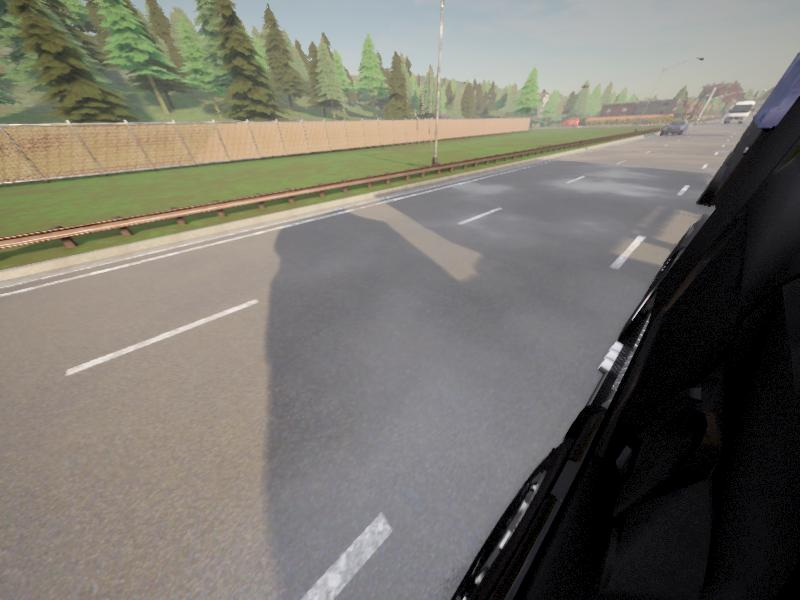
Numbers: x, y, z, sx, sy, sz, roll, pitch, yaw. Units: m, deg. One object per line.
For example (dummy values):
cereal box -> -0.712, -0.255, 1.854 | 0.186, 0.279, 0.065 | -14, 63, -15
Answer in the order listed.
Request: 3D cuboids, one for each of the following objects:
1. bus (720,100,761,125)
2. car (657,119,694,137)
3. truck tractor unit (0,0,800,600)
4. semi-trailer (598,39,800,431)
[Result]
bus -> 84.373, -46.392, 57.267 | 10.273, 4.253, 3.944 | -28, 43, -30
car -> 36.114, -22.535, 30.242 | 4.553, 1.767, 2.097 | -28, 43, -30
truck tractor unit -> 2.645, -0.295, 0.351 | 6.516, 4.208, 3.053 | -28, 44, -30
semi-trailer -> 8.695, -3.594, 4.248 | 14.254, 4.402, 2.717 | -28, 43, -30
